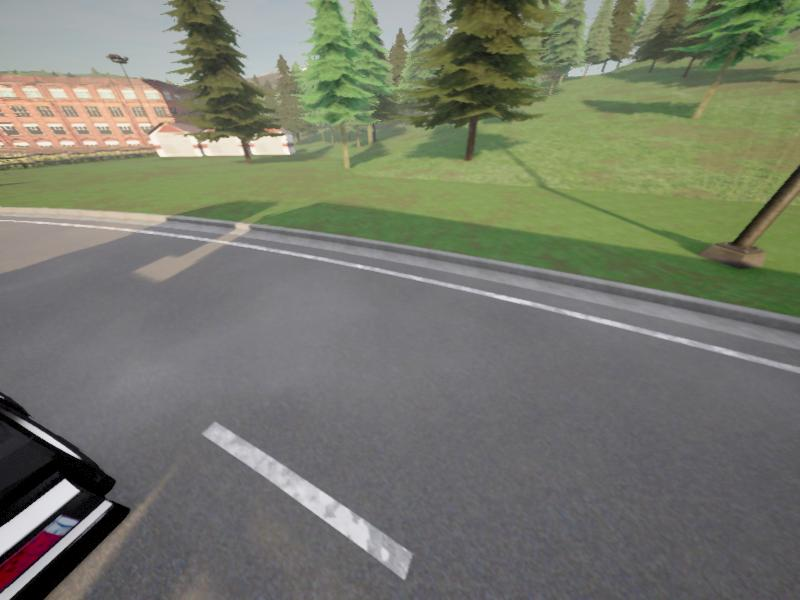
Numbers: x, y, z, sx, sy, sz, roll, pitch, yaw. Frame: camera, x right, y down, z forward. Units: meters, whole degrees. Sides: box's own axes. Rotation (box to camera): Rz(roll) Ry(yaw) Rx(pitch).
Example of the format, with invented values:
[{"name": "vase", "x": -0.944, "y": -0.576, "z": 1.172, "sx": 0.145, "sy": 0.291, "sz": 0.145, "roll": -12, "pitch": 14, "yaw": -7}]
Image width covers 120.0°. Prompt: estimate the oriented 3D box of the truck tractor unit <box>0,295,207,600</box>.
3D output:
[{"name": "truck tractor unit", "x": -5.247, "y": -0.133, "z": 0.568, "sx": 6.516, "sy": 4.208, "sz": 3.053, "roll": 12, "pitch": 37, "yaw": 17}]
